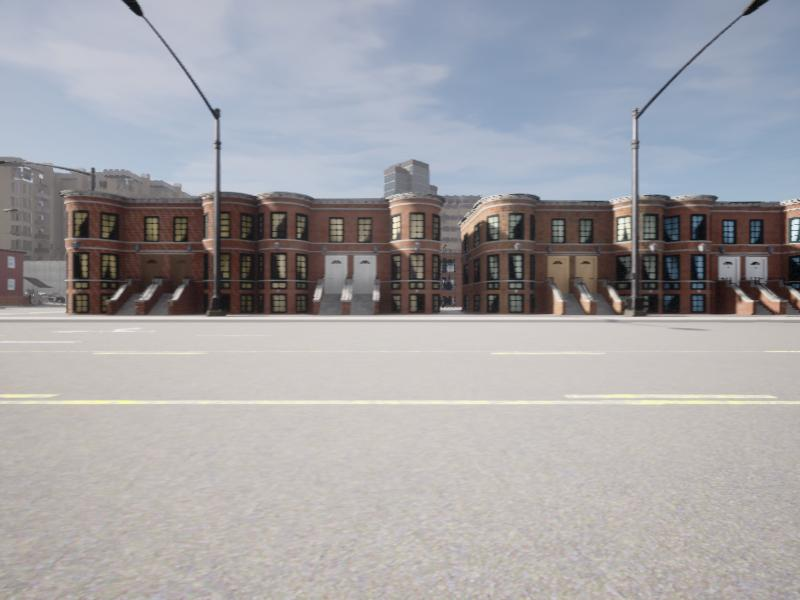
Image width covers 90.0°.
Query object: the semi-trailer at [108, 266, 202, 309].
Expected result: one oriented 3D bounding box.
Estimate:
[{"bbox_3d":[-28.929,-1.237,48.587,2.717,4.402,14.254,1,0,0],"label":"semi-trailer"}]
